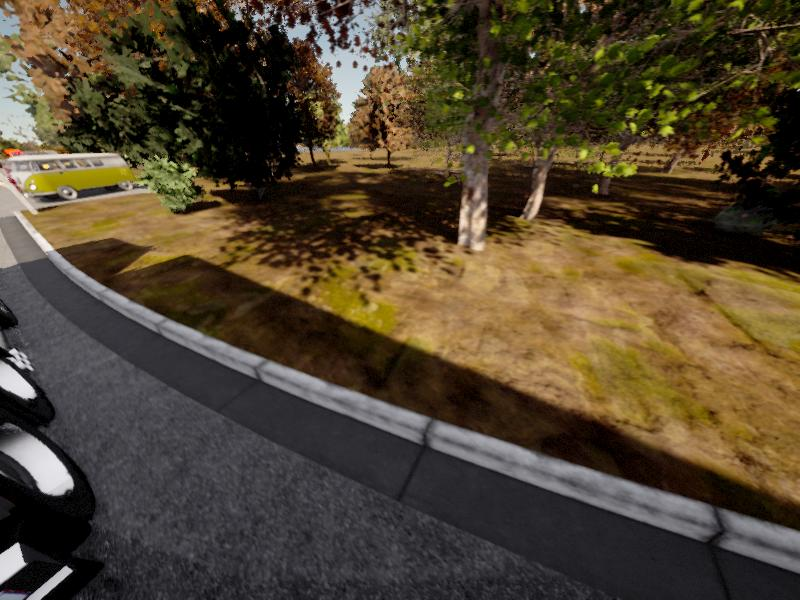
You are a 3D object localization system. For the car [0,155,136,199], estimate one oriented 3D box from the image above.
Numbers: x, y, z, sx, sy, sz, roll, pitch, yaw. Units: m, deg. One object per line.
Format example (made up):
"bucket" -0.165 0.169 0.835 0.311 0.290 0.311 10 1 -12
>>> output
"car" -20.208 -7.674 14.177 2.185 1.767 4.553 7 36 12

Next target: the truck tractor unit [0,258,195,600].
"truck tractor unit" -5.121 -0.280 0.835 6.516 4.208 3.053 18 38 26

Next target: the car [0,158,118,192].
"car" -25.154 -9.275 16.900 1.946 1.575 5.366 7 36 12

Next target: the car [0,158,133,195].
"car" -22.615 -8.585 15.802 1.946 1.575 5.366 7 36 12

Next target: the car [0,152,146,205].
"car" -17.751 -6.831 12.684 1.878 1.987 4.442 7 36 12
